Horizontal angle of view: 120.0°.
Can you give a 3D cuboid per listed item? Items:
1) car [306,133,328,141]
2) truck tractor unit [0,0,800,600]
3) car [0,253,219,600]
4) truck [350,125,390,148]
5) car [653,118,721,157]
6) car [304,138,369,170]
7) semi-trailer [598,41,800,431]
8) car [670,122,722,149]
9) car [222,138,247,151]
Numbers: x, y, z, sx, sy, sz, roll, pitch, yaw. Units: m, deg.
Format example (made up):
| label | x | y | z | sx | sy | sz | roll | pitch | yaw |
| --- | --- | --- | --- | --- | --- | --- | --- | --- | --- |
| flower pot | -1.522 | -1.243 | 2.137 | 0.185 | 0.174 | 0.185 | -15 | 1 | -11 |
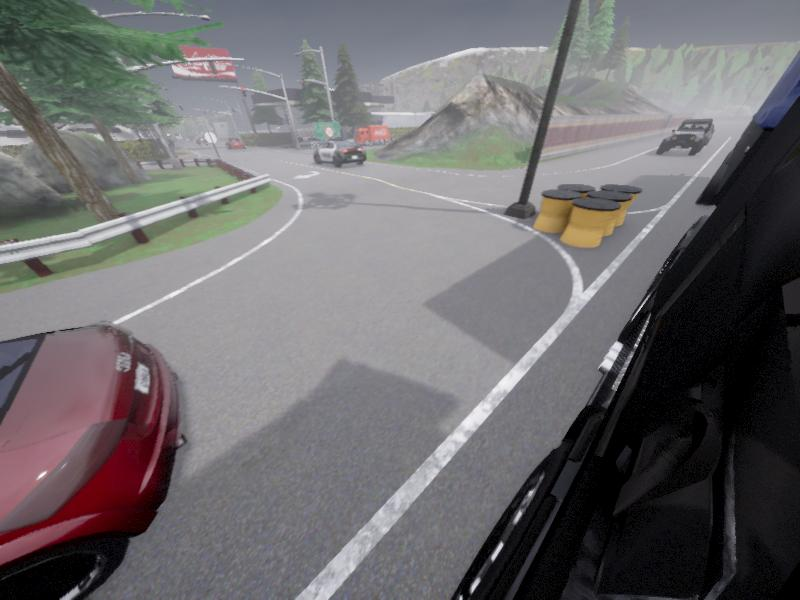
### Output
| label | x | y | z | sx | sy | sz | roll | pitch | yaw |
| --- | --- | --- | --- | --- | --- | --- | --- | --- | --- |
| car | -22.529 | -44.131 | 62.677 | 4.974 | 1.542 | 2.038 | -28 | 44 | -30 |
| truck tractor unit | 2.645 | -0.295 | 0.352 | 6.516 | 4.208 | 3.053 | -28 | 44 | -30 |
| car | -3.568 | 1.440 | 0.799 | 4.181 | 1.385 | 1.994 | -30 | 45 | -31 |
| truck | -4.390 | -24.852 | 35.038 | 5.204 | 2.467 | 2.627 | -28 | 43 | -29 |
| car | 19.382 | -11.003 | 15.599 | 3.866 | 1.878 | 1.905 | -28 | 44 | -30 |
| car | -4.472 | -10.284 | 16.052 | 2.038 | 1.542 | 4.974 | -28 | 44 | -30 |
| semi-trailer | 8.689 | -3.603 | 4.249 | 14.254 | 4.402 | 2.717 | -28 | 44 | -30 |
| car | 23.899 | -13.272 | 18.638 | 3.705 | 1.549 | 1.789 | -28 | 44 | -30 |
| car | -27.668 | -26.029 | 38.507 | 2.242 | 1.667 | 4.611 | -27 | 43 | -31 |
